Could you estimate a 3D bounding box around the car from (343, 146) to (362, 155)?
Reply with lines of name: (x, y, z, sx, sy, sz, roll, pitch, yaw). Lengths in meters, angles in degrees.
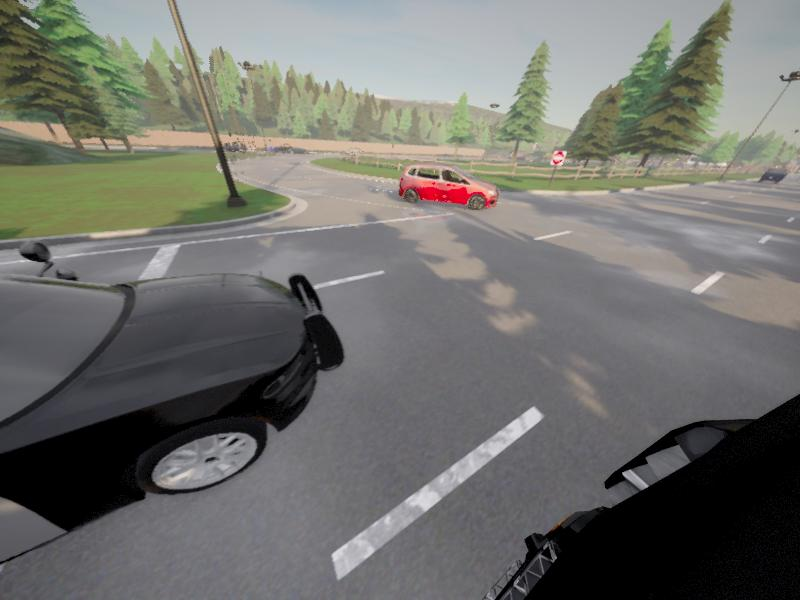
car: (-12.732, -39.944, 61.844, 4.605, 1.855, 1.932, -16, 38, -26)

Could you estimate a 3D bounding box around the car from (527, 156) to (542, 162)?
car: (48.271, -50.594, 82.937, 5.357, 1.411, 2.033, -16, 38, -26)

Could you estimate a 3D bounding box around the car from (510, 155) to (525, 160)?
car: (44.723, -54.065, 87.871, 4.792, 1.488, 2.163, -16, 38, -26)

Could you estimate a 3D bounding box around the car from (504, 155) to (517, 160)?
car: (43.330, -55.827, 90.591, 4.718, 1.301, 1.895, -16, 38, -26)

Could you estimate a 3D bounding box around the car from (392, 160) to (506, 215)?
car: (2.216, -5.356, 10.740, 4.611, 1.667, 2.242, 13, 35, 15)

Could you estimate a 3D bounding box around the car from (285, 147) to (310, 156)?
car: (-21.108, -30.630, 47.573, 4.181, 1.385, 1.994, -16, 38, -26)

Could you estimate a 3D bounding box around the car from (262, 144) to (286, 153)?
car: (-29.119, -35.059, 53.609, 4.514, 1.525, 2.007, -16, 38, -26)

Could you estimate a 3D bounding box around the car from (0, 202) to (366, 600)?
car: (-3.036, 0.622, 1.321, 5.238, 1.638, 1.930, -15, 37, -26)

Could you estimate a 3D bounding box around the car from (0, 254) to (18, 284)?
car: (-8.330, -0.192, 1.952, 4.605, 1.855, 1.932, -17, 38, -25)

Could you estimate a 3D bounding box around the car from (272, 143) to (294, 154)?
car: (-26.142, -33.869, 51.618, 3.866, 1.878, 1.905, -17, 38, -25)

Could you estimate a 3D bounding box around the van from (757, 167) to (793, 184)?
van: (55.846, -18.536, 34.407, 4.442, 1.987, 1.775, -16, 38, -26)

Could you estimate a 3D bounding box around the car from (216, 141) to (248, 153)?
car: (-32.533, -29.788, 44.984, 4.605, 1.855, 1.932, -16, 38, -26)

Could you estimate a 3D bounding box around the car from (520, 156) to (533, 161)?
car: (46.886, -52.478, 85.579, 3.988, 1.617, 1.851, -16, 38, -26)
